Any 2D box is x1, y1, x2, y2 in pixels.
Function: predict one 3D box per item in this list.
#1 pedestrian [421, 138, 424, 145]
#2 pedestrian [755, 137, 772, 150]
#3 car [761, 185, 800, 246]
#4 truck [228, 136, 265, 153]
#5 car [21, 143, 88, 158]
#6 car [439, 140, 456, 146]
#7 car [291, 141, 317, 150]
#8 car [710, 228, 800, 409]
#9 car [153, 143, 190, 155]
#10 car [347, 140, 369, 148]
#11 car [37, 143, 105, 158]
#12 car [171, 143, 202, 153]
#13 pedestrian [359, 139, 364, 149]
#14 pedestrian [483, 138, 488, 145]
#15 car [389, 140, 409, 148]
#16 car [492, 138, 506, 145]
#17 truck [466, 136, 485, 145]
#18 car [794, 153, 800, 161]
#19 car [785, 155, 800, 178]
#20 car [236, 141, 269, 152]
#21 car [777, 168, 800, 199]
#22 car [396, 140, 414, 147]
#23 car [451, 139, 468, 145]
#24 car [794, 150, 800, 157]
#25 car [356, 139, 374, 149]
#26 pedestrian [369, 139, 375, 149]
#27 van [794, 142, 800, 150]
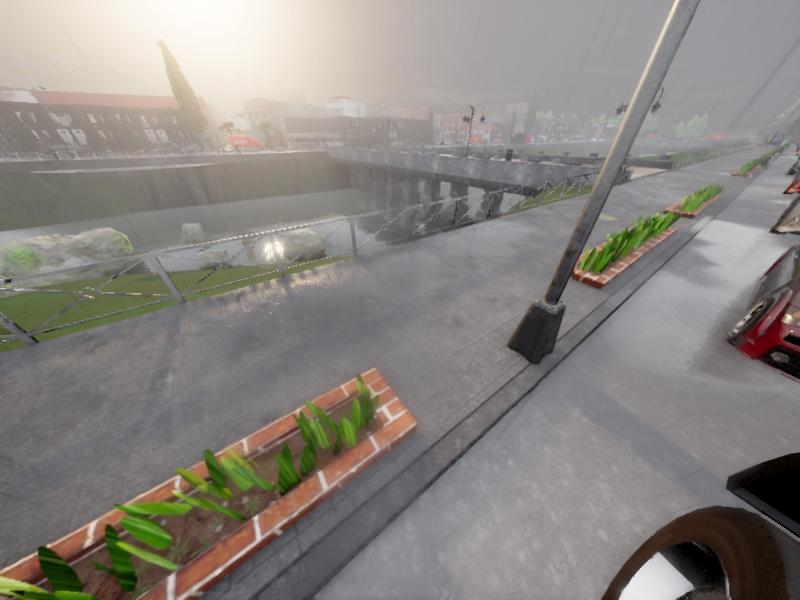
[{"bbox_3d":[7.222,-50.651,73.799,0.751,1.860,0.751,-27,43,-33],"label":"pedestrian"},{"bbox_3d":[66.557,-28.702,42.313,0.751,1.860,0.751,30,45,35],"label":"pedestrian"},{"bbox_3d":[12.072,-2.526,6.085,4.514,1.525,2.007,-22,40,-27],"label":"car"},{"bbox_3d":[-29.165,-29.643,43.972,5.204,2.467,2.627,-22,41,-27],"label":"truck"},{"bbox_3d":[-52.011,-22.708,34.997,5.238,1.638,1.930,-22,41,-28],"label":"car"},{"bbox_3d":[14.278,-47.056,69.116,4.974,1.542,2.038,-22,41,-28],"label":"car"},{"bbox_3d":[-21.671,-35.052,52.308,4.856,1.649,2.033,-21,40,-27],"label":"car"},{"bbox_3d":[5.987,0.050,2.636,4.181,1.385,1.994,-21,40,-27],"label":"car"},{"bbox_3d":[-38.457,-25.584,39.015,3.988,1.617,1.851,-21,40,-27],"label":"car"},{"bbox_3d":[-10.628,-39.678,58.817,4.974,1.542,2.038,-22,41,-28],"label":"car"},{"bbox_3d":[-47.668,-21.806,33.692,5.238,1.638,1.930,-21,40,-27],"label":"car"},{"bbox_3d":[-39.005,-27.855,42.350,3.806,1.475,1.970,-21,40,-26],"label":"car"},{"bbox_3d":[-8.296,-33.643,49.805,0.751,1.860,0.751,-10,36,-14],"label":"pedestrian"},{"bbox_3d":[26.766,-49.611,72.198,0.751,1.860,0.751,26,43,32],"label":"pedestrian"},{"bbox_3d":[-0.227,-41.087,60.793,5.366,1.575,1.801,-22,41,-28],"label":"car"},{"bbox_3d":[34.575,-55.458,80.719,4.553,1.767,2.097,-22,41,-28],"label":"car"},{"bbox_3d":[24.497,-51.613,74.735,5.204,2.467,2.627,-22,41,-28],"label":"truck"},{"bbox_3d":[43.938,-15.570,24.361,3.633,1.501,1.845,-21,40,-27],"label":"car"},{"bbox_3d":[27.557,-8.991,15.190,4.193,1.474,1.816,-23,41,-29],"label":"car"},{"bbox_3d":[-30.221,-31.550,47.387,5.238,1.638,1.930,-21,40,-27],"label":"car"},{"bbox_3d":[19.314,-5.496,10.247,4.514,1.525,2.007,-21,40,-27],"label":"car"},{"bbox_3d":[1.532,-44.632,65.809,5.008,1.535,1.882,-22,41,-28],"label":"car"},{"bbox_3d":[19.627,-52.092,76.174,5.238,1.638,1.930,-22,41,-28],"label":"car"},{"bbox_3d":[53.711,-19.602,30.004,5.008,1.535,1.882,-22,41,-27],"label":"car"},{"bbox_3d":[-8.490,-37.874,55.992,3.866,1.878,1.905,-22,41,-28],"label":"car"},{"bbox_3d":[-6.038,-33.733,49.919,0.751,1.860,0.751,12,37,16],"label":"pedestrian"},{"bbox_3d":[79.373,-30.542,44.560,6.366,2.431,2.351,-22,41,-28],"label":"van"}]
